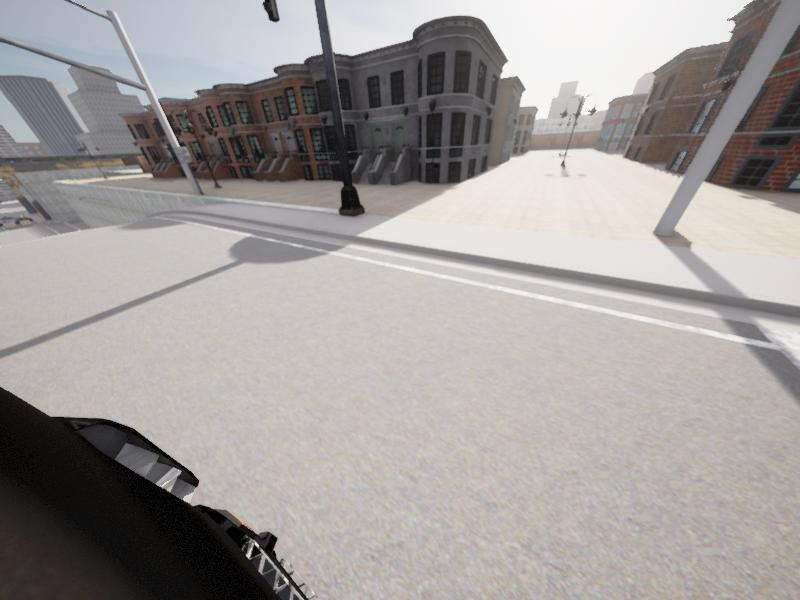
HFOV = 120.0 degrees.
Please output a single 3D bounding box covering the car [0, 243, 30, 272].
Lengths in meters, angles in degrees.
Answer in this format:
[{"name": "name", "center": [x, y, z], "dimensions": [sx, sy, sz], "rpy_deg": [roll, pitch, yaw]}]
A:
[{"name": "car", "center": [-36.287, -3.748, 21.029], "dimensions": [4.605, 1.855, 1.932], "rpy_deg": [4, 32, 34]}]
